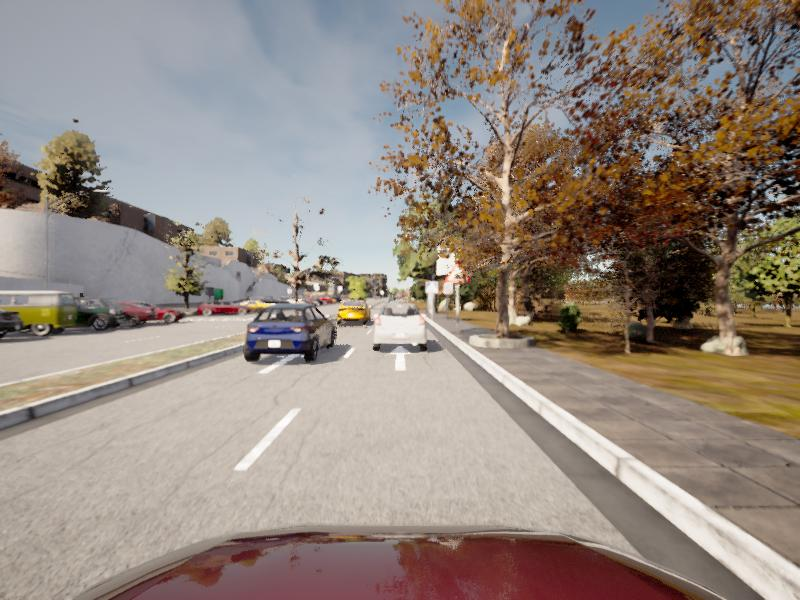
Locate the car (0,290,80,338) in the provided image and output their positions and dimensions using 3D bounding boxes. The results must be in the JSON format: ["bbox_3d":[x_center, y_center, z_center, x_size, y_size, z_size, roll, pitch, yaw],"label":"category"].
[{"bbox_3d":[-16.969,0.585,17.366,4.442,1.987,1.878,-1,0,-20],"label":"car"}]

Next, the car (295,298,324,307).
[{"bbox_3d":[-16.819,0.408,74.418,5.008,1.535,2.097,-1,1,-20],"label":"car"}]

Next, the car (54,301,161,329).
[{"bbox_3d":[-16.849,0.835,23.374,4.674,1.452,2.002,-1,0,-20],"label":"car"}]

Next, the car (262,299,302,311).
[{"bbox_3d":[-16.664,0.660,56.468,5.366,1.575,1.946,-1,0,-20],"label":"car"}]

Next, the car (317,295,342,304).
[{"bbox_3d":[-16.842,-0.199,95.401,5.566,2.045,2.435,-1,1,-20],"label":"car"}]

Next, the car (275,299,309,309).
[{"bbox_3d":[-16.858,0.627,62.395,4.792,1.488,2.163,-1,1,-20],"label":"car"}]

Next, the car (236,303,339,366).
[{"bbox_3d":[-3.001,0.839,11.624,1.816,1.474,4.193,0,0,0],"label":"car"}]

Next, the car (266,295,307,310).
[{"bbox_3d":[-16.863,0.384,59.393,5.566,2.045,2.435,-1,1,-20],"label":"car"}]

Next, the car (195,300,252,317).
[{"bbox_3d":[-16.820,0.789,38.398,4.792,1.488,2.163,-1,0,-20],"label":"car"}]

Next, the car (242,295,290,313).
[{"bbox_3d":[-16.817,0.465,50.413,5.566,2.045,2.435,-1,0,-20],"label":"car"}]

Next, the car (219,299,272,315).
[{"bbox_3d":[-17.015,0.743,44.322,5.366,1.575,1.946,-1,1,-20],"label":"car"}]

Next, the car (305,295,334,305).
[{"bbox_3d":[-16.800,-0.007,83.433,5.566,2.045,2.435,-1,1,-20],"label":"car"}]

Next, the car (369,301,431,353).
[{"bbox_3d":[0.000,0.808,13.666,1.845,1.501,3.633,0,0,0],"label":"car"}]

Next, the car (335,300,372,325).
[{"bbox_3d":[-3.002,0.775,26.836,1.882,1.535,5.008,0,0,0],"label":"car"}]

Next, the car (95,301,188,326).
[{"bbox_3d":[-16.827,0.818,26.392,4.792,1.488,2.163,-1,0,-20],"label":"car"}]

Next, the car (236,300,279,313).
[{"bbox_3d":[-16.845,0.770,47.395,4.674,1.452,2.002,-1,0,-20],"label":"car"}]

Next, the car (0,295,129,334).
[{"bbox_3d":[-16.828,0.676,20.401,4.553,1.767,2.185,-1,0,-20],"label":"car"}]

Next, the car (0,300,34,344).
[{"bbox_3d":[-16.853,0.818,14.427,4.892,1.521,2.231,-1,0,-20],"label":"car"}]
